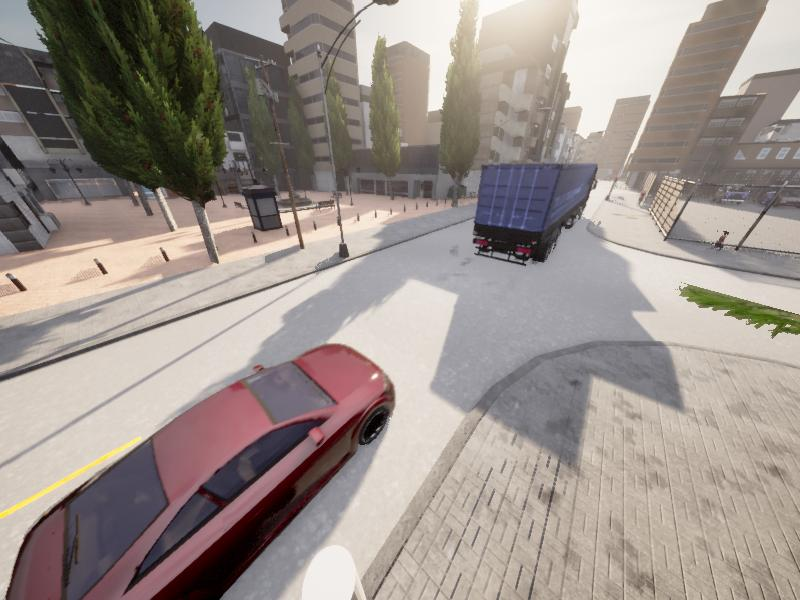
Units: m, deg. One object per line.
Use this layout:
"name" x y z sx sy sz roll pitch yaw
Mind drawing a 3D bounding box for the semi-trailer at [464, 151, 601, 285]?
"semi-trailer" 8.534 -5.658 13.381 2.717 4.402 14.254 23 37 34

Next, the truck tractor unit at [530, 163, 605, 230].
"truck tractor unit" 13.610 -8.615 18.690 3.053 4.208 6.516 22 37 34

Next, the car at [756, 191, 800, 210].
"car" 43.557 -11.395 26.194 2.033 1.415 5.357 23 37 34

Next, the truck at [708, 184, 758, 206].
"truck" 40.630 -13.001 28.353 2.069 2.038 4.478 23 37 34

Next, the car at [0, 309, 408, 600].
"car" -1.971 1.924 3.306 1.994 1.385 4.181 23 37 34

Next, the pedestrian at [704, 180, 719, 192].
"pedestrian" 54.368 -19.903 40.346 0.751 1.860 0.751 18 35 29

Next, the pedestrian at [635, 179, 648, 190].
"pedestrian" 46.859 -22.472 44.794 0.751 1.860 0.751 0 30 0

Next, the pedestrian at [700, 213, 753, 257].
"pedestrian" 16.108 -3.222 11.453 0.751 1.860 0.751 26 39 37

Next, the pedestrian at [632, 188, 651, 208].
"pedestrian" 26.122 -11.024 24.983 0.751 1.860 0.751 23 37 34
